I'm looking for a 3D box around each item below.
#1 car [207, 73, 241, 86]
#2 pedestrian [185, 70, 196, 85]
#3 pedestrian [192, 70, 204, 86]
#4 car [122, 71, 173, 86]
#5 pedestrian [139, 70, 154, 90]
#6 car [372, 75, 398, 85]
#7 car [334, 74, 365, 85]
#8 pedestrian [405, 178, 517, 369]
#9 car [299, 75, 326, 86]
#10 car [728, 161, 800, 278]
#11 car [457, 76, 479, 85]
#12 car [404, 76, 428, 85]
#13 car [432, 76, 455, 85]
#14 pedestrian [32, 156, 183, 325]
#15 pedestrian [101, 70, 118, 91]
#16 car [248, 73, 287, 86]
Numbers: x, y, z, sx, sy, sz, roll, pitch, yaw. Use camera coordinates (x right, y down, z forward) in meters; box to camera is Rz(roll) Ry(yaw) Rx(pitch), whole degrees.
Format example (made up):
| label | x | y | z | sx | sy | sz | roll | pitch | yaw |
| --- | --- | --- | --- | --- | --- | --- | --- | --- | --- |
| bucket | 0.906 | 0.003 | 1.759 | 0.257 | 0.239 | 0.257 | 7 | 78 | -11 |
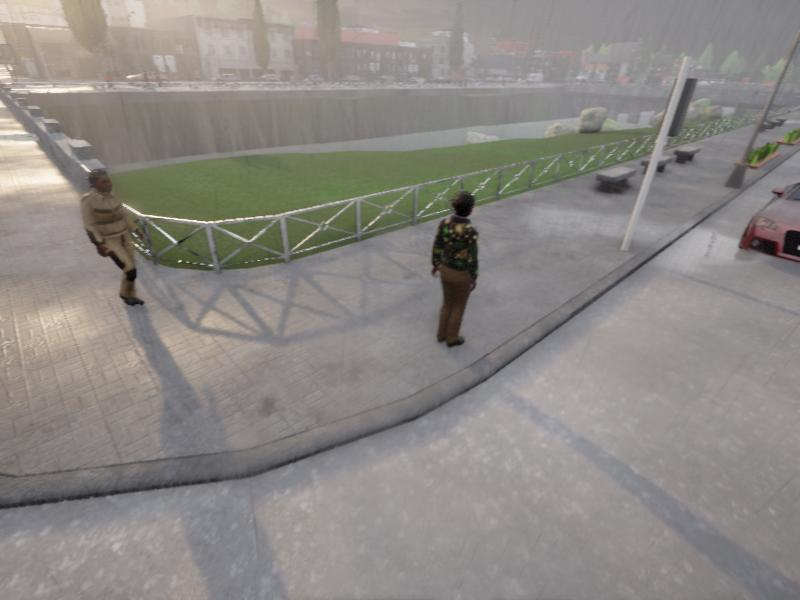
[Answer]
| label | x | y | z | sx | sy | sz | roll | pitch | yaw |
| --- | --- | --- | --- | --- | --- | --- | --- | --- | --- |
| car | -25.353 | -31.772 | 57.687 | 3.806 | 1.475 | 1.970 | -24 | 39 | -36 |
| pedestrian | -28.871 | -30.639 | 55.110 | 0.751 | 1.860 | 0.751 | 14 | 32 | 19 |
| pedestrian | -27.723 | -30.484 | 54.910 | 0.751 | 1.860 | 0.751 | 20 | 35 | 28 |
| car | -32.589 | -28.640 | 51.750 | 5.027 | 1.651 | 2.152 | -24 | 39 | -37 |
| pedestrian | -27.702 | -24.091 | 43.737 | 0.751 | 1.860 | 0.751 | -25 | 39 | -38 |
| car | -2.829 | -41.787 | 76.003 | 4.856 | 1.649 | 2.033 | -24 | 39 | -37 |
| car | -8.880 | -39.114 | 71.073 | 5.238 | 1.638 | 1.930 | -24 | 39 | -37 |
| pedestrian | 0.624 | -0.295 | 4.482 | 0.751 | 1.860 | 0.751 | 27 | 38 | 36 |
| car | -14.506 | -36.552 | 66.535 | 3.806 | 1.475 | 1.970 | -24 | 39 | -37 |
| car | 8.682 | -1.707 | 8.146 | 4.181 | 1.385 | 1.994 | -24 | 39 | -37 |
| car | 15.397 | -49.830 | 90.863 | 5.238 | 1.638 | 1.930 | -24 | 39 | -37 |
| car | 3.258 | -44.451 | 80.981 | 4.974 | 1.542 | 2.038 | -24 | 39 | -37 |
| car | 9.325 | -47.105 | 85.940 | 5.008 | 1.535 | 1.882 | -24 | 39 | -37 |
| pedestrian | -3.538 | -0.729 | 5.004 | 0.751 | 1.860 | 0.751 | 12 | 32 | 16 |
| pedestrian | -28.818 | -21.768 | 39.685 | 0.751 | 1.860 | 0.751 | -24 | 39 | -37 |
| car | -20.334 | -34.058 | 61.736 | 5.238 | 1.638 | 1.930 | -24 | 39 | -37 |
